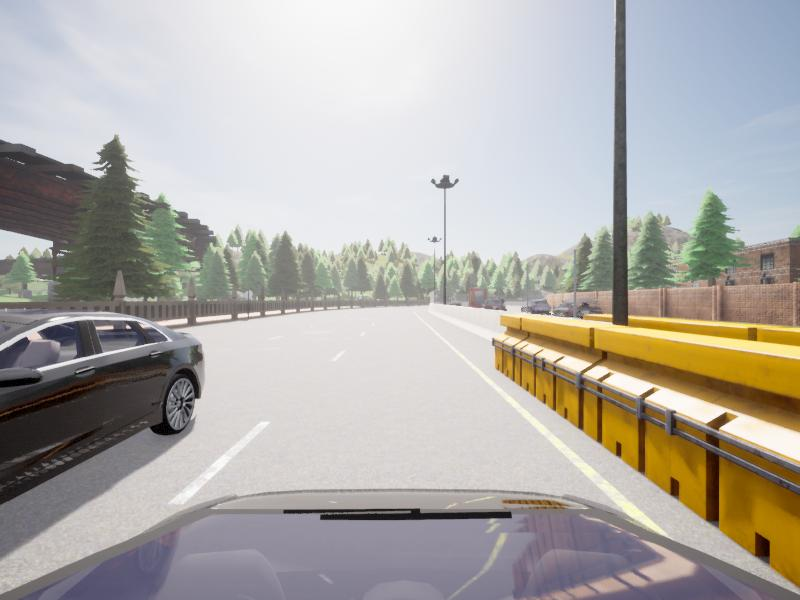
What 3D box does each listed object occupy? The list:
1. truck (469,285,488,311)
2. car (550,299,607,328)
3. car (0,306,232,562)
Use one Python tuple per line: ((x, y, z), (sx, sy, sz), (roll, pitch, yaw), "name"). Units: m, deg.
((12.759, -0.308, 65.319), (2.891, 3.827, 8.468), (0, 0, 11), "truck")
((11.019, 0.763, 25.075), (2.242, 1.667, 4.611), (0, 0, 11), "car")
((-3.500, 0.837, 3.363), (2.128, 1.511, 4.902), (0, 0, 0), "car")
